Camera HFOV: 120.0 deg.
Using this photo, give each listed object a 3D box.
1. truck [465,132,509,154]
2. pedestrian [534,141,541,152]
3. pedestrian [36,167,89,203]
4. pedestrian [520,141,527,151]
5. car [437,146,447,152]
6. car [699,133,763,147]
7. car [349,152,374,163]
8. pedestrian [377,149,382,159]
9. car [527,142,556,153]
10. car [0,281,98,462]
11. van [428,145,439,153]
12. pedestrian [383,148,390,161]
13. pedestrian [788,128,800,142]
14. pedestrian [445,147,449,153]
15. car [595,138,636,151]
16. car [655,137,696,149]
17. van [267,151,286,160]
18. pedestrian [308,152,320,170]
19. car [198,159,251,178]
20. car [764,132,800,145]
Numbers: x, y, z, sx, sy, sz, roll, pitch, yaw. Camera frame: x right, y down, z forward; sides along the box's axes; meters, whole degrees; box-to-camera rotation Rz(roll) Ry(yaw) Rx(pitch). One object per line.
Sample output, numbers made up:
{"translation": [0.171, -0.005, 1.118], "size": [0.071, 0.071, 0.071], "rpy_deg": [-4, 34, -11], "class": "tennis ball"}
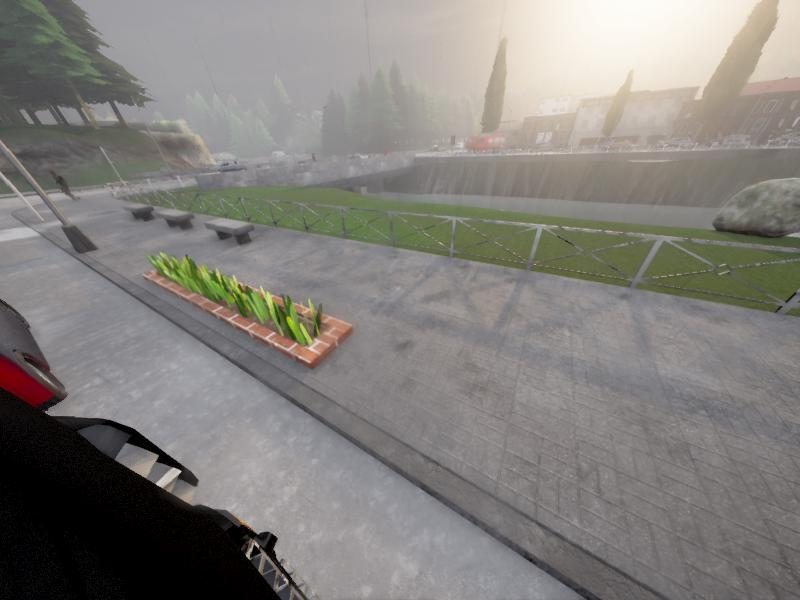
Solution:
{"translation": [19.495, -35.334, 52.156], "size": [8.468, 3.827, 2.891], "rpy_deg": [16, 38, 26], "class": "truck"}
{"translation": [27.648, -30.801, 46.450], "size": [0.751, 1.860, 0.751], "rpy_deg": [21, 40, 31], "class": "pedestrian"}
{"translation": [-20.517, -7.004, 14.102], "size": [0.751, 1.860, 0.751], "rpy_deg": [-3, 34, 0], "class": "pedestrian"}
{"translation": [28.252, -35.097, 52.680], "size": [0.751, 1.860, 0.751], "rpy_deg": [-10, 34, -10], "class": "pedestrian"}
{"translation": [14.972, -53.542, 82.035], "size": [2.007, 1.525, 4.514], "rpy_deg": [16, 38, 26], "class": "car"}
{"translation": [51.918, -25.197, 36.421], "size": [5.238, 1.638, 1.930], "rpy_deg": [16, 38, 26], "class": "car"}
{"translation": [-7.230, -27.096, 43.866], "size": [2.038, 1.542, 4.974], "rpy_deg": [16, 38, 26], "class": "car"}
{"translation": [-4.521, -32.732, 51.797], "size": [0.751, 1.860, 0.751], "rpy_deg": [4, 34, 10], "class": "pedestrian"}
{"translation": [29.303, -31.637, 47.836], "size": [4.856, 1.649, 2.033], "rpy_deg": [16, 38, 26], "class": "car"}
{"translation": [-5.291, 0.511, 2.188], "size": [3.633, 1.501, 1.845], "rpy_deg": [16, 38, 26], "class": "car"}
{"translation": [11.145, -49.995, 76.464], "size": [2.069, 2.038, 4.480], "rpy_deg": [16, 38, 26], "class": "van"}
{"translation": [-2.388, -26.257, 41.706], "size": [0.751, 1.860, 0.751], "rpy_deg": [16, 38, 27], "class": "pedestrian"}
{"translation": [62.759, -25.996, 36.369], "size": [0.751, 1.860, 0.751], "rpy_deg": [20, 40, 30], "class": "pedestrian"}
{"translation": [12.711, -40.344, 62.243], "size": [0.751, 1.300, 0.751], "rpy_deg": [15, 38, 25], "class": "pedestrian"}
{"translation": [39.610, -28.695, 42.635], "size": [5.027, 1.651, 2.152], "rpy_deg": [16, 38, 26], "class": "car"}
{"translation": [46.553, -26.655, 39.169], "size": [3.806, 1.475, 1.970], "rpy_deg": [16, 38, 26], "class": "car"}
{"translation": [-47.372, -55.744, 89.060], "size": [1.988, 2.561, 5.915], "rpy_deg": [16, 38, 26], "class": "van"}
{"translation": [-10.937, -17.744, 29.549], "size": [0.751, 1.860, 0.751], "rpy_deg": [16, 38, 26], "class": "pedestrian"}
{"translation": [-22.134, -16.776, 29.345], "size": [2.242, 1.667, 4.611], "rpy_deg": [16, 38, 26], "class": "car"}
{"translation": [57.340, -23.582, 33.729], "size": [3.806, 1.475, 1.970], "rpy_deg": [16, 38, 26], "class": "car"}
